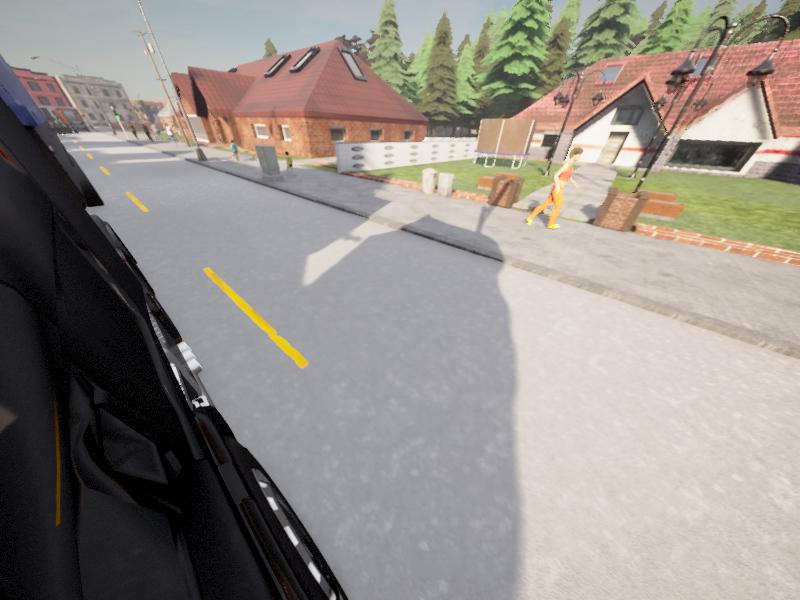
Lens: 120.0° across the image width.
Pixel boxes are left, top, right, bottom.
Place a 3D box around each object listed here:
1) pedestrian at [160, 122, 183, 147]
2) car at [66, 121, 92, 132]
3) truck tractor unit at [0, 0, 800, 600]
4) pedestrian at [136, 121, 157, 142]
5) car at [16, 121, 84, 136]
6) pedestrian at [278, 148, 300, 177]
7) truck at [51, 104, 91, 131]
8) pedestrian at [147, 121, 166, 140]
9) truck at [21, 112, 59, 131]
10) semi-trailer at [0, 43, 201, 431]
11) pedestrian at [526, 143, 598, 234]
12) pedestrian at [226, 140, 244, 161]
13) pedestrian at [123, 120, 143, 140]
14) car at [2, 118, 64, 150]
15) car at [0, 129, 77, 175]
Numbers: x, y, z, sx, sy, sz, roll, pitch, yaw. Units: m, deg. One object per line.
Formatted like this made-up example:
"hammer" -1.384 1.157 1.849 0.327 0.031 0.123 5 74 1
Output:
"pedestrian" -21.386 -15.467 21.623 0.751 1.860 0.751 31 45 33
"car" -57.913 -31.292 41.640 4.902 1.511 2.128 28 43 30
"truck tractor unit" -2.645 -0.295 0.351 6.516 4.208 3.053 28 44 30
"pedestrian" -27.591 -18.324 25.165 0.751 1.860 0.751 26 43 28
"car" -47.712 -23.534 31.695 1.837 1.490 4.892 5 36 1
"pedestrian" -5.342 -6.644 11.165 0.500 1.100 0.500 23 41 26
"truck" -65.410 -36.177 45.909 8.468 3.827 2.891 28 43 30
"pedestrian" -30.104 -20.933 28.562 0.751 1.860 0.751 28 44 30
"truck" -64.046 -31.789 41.190 5.204 2.467 2.627 27 43 30
"semi-trailer" -8.708 -3.570 4.261 14.254 4.402 2.717 28 44 30
"pedestrian" 3.927 -2.723 5.704 0.751 1.860 0.751 23 41 26
"pedestrian" -10.686 -9.660 14.965 0.500 1.100 0.500 -27 45 -33
"pedestrian" -31.878 -20.279 27.587 0.751 1.860 0.751 -29 47 -35
"car" -30.070 -13.750 19.052 4.605 1.855 1.932 28 44 30
"car" -18.396 -7.460 11.469 4.902 1.511 2.128 28 43 30
